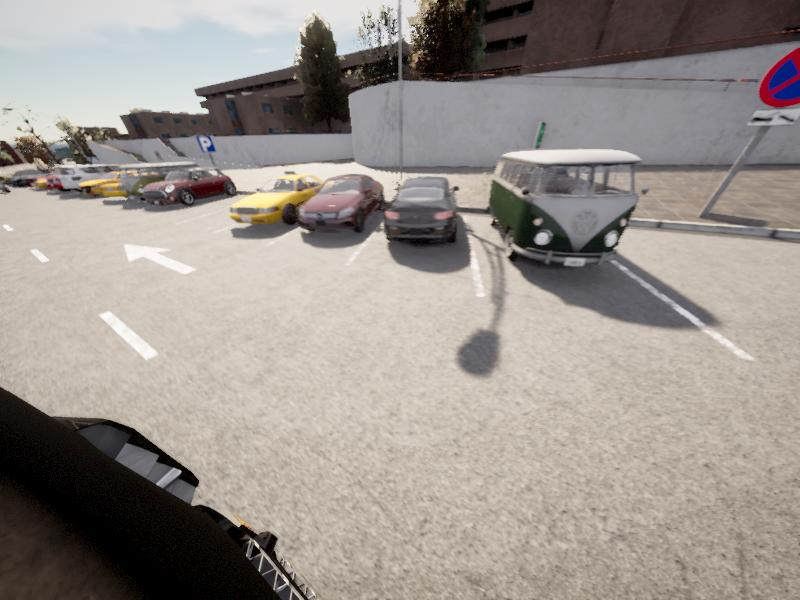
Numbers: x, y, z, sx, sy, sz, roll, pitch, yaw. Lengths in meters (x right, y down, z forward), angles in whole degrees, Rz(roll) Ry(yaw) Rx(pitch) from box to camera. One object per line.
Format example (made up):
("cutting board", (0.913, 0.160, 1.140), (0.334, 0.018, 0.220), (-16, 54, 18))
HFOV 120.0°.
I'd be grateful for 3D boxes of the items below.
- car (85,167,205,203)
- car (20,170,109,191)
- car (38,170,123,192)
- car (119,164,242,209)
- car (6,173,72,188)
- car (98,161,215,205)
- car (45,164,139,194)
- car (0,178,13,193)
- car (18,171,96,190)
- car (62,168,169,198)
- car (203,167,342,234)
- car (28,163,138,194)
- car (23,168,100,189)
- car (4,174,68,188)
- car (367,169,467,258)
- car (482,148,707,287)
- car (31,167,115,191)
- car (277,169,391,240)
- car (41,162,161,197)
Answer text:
("car", (-17.248, -8.169, 16.187), (1.946, 1.575, 5.366), (4, 33, 10))
("car", (-37.884, -13.721, 26.384), (1.946, 1.575, 5.366), (3, 33, 10))
("car", (-32.713, -12.378, 23.920), (2.002, 1.452, 4.674), (4, 33, 10))
("car", (-12.122, -6.720, 13.383), (2.185, 1.767, 4.553), (4, 33, 9))
("car", (-55.838, -18.595, 35.899), (2.097, 1.535, 5.008), (3, 33, 10))
("car", (-14.725, -7.458, 14.512), (1.878, 1.987, 4.442), (4, 34, 9))
("car", (-27.599, -11.107, 21.046), (1.878, 1.987, 4.442), (4, 33, 10))
("car", (-44.664, -12.451, 25.157), (3.633, 1.501, 1.845), (15, 38, 27))
("car", (-43.004, -15.204, 29.193), (2.097, 1.535, 5.008), (3, 33, 10))
("car", (-22.421, -9.532, 18.648), (2.097, 1.535, 5.008), (4, 34, 10))
("car", (-4.430, -4.299, 9.358), (1.946, 1.575, 5.366), (4, 34, 9))
("car", (-30.154, -11.892, 22.418), (2.435, 2.045, 5.566), (4, 33, 10))
("car", (-40.427, -14.639, 27.827), (2.185, 1.767, 4.553), (3, 33, 10))
("car", (-58.393, -19.256, 37.245), (2.097, 1.535, 5.008), (3, 33, 11))
("car", (0.746, -2.894, 6.924), (2.002, 1.452, 4.674), (4, 33, 10))
("car", (3.299, -2.321, 5.380), (1.878, 1.987, 4.442), (4, 34, 9))
("car", (-35.286, -13.238, 25.175), (2.185, 1.767, 4.553), (3, 33, 10))
("car", (-1.821, -3.630, 8.232), (2.002, 1.452, 4.674), (4, 34, 9))
("car", (-25.007, -10.484, 19.839), (2.435, 2.045, 5.566), (3, 33, 10))
